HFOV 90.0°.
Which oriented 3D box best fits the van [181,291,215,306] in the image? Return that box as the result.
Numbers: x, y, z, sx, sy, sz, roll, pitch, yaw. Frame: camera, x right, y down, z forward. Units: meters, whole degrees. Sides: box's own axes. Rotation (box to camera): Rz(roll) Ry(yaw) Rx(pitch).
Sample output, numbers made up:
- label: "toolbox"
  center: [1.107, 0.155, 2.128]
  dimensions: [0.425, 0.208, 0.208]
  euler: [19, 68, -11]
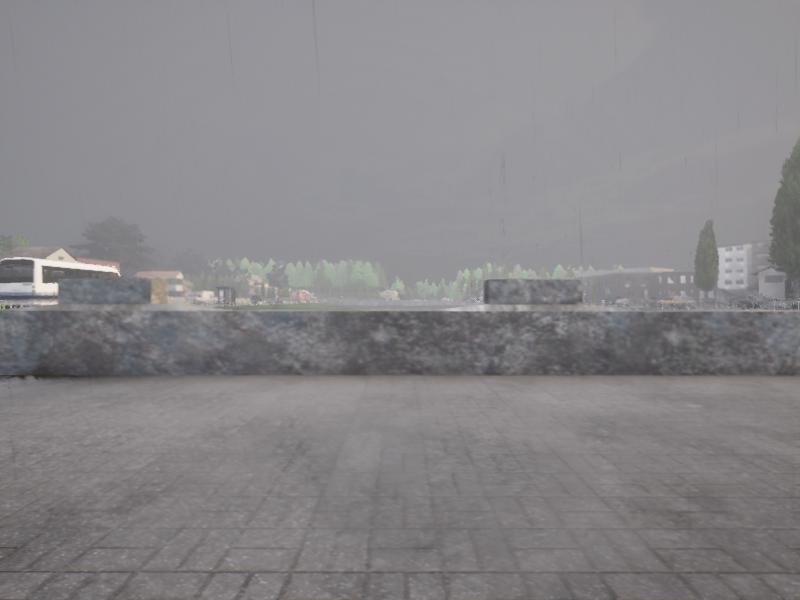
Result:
- label: "van"
  center: [-33.381, -0.266, 66.299]
  dimensions: [2.351, 2.431, 6.366]
  euler: [0, 0, 0]

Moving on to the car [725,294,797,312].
- label: "car"
  center: [32.305, 0.274, 36.054]
  dimensions: [2.128, 1.511, 4.902]
  euler: [0, 0, 0]

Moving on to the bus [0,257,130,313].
- label: "bus"
  center: [-29.525, -1.168, 35.659]
  dimensions: [3.944, 4.253, 10.273]
  euler: [0, 0, 0]

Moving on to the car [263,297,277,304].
- label: "car"
  center: [-33.344, 0.129, 102.772]
  dimensions: [2.033, 1.649, 4.856]
  euler: [0, 0, 0]

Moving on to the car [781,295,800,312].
- label: "car"
  center: [36.306, 0.296, 35.187]
  dimensions: [1.970, 1.475, 3.806]
  euler: [0, 0, 0]

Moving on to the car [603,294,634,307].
- label: "car"
  center: [32.319, 0.095, 59.310]
  dimensions: [1.932, 1.855, 4.605]
  euler: [0, -1, 0]

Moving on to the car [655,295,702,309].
- label: "car"
  center: [32.313, 0.239, 46.658]
  dimensions: [1.801, 1.575, 5.366]
  euler: [0, 0, 0]

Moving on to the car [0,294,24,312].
- label: "car"
  center: [-33.415, 0.214, 32.613]
  dimensions: [1.970, 1.475, 3.806]
  euler: [0, 0, 0]
